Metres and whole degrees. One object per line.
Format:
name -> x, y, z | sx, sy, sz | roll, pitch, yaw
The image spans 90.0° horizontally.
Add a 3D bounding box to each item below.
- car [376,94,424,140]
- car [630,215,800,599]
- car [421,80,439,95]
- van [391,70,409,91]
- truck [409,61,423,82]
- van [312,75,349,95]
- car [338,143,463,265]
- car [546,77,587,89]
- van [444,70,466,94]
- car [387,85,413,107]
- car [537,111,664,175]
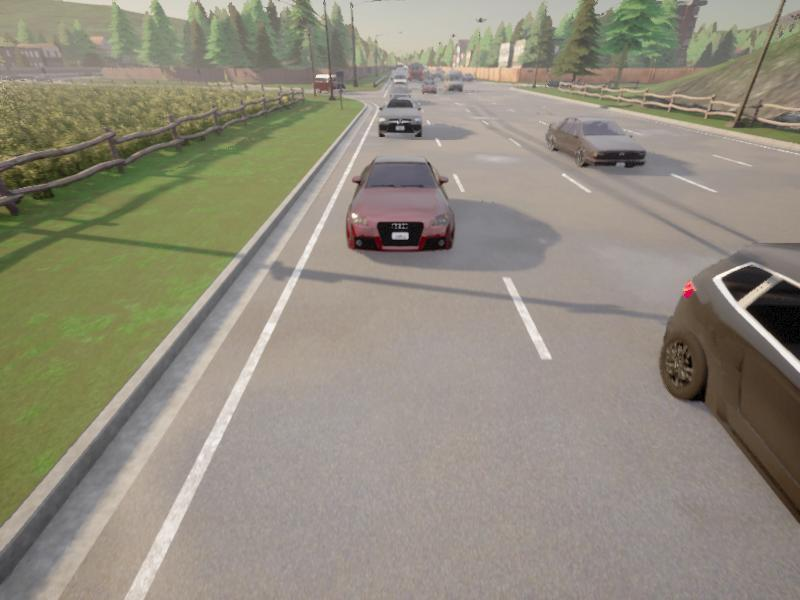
car -> 0.011, -9.503, 20.599 | 2.152, 1.651, 5.027 | 0, 30, 0
car -> 3.792, 1.042, 2.552 | 2.242, 1.667, 4.611 | 3, 31, 5
car -> 3.518, -25.461, 47.931 | 1.845, 1.501, 3.633 | 0, 30, 0
van -> 0.018, -31.566, 57.463 | 2.351, 2.431, 6.366 | 0, 31, 0
truck -> 3.524, -51.716, 90.464 | 2.891, 3.827, 8.468 | 0, 30, 0
van -> -8.485, -26.089, 48.503 | 2.069, 2.038, 4.480 | -26, 39, -37
car -> 0.004, -2.263, 8.495 | 1.994, 1.385, 4.181 | 0, 30, 0
car -> 25.678, -33.541, 61.853 | 5.357, 1.411, 2.033 | 24, 38, 35
van -> 7.014, -28.485, 52.094 | 1.988, 2.561, 5.915 | 0, 30, 0
car -> 0.014, -18.297, 35.750 | 2.163, 1.488, 4.792 | 0, 30, 0
car -> 7.006, -5.978, 14.809 | 2.033, 1.411, 5.357 | 0, 30, 0
